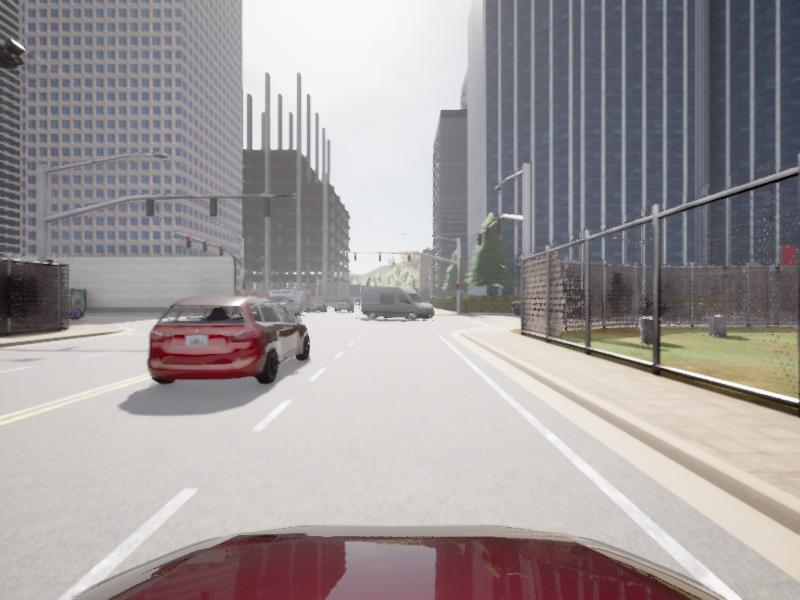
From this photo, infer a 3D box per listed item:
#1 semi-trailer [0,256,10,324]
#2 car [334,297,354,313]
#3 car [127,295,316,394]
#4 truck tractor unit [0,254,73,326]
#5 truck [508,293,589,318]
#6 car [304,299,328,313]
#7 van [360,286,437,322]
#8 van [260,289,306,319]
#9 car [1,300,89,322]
[{"bbox_3d":[-33.020,-0.686,25.223,14.254,4.402,2.717,0,0,0],"label":"semi-trailer"},{"bbox_3d":[-6.998,0.630,50.291,1.932,1.855,4.605,0,-1,0],"label":"car"},{"bbox_3d":[-3.477,0.752,9.035,2.242,1.667,4.611,0,0,0],"label":"car"},{"bbox_3d":[-25.108,-0.583,25.215,6.516,4.208,3.053,0,0,0],"label":"truck tractor unit"},{"bbox_3d":[13.108,0.469,35.631,6.274,2.098,2.390,0,0,0],"label":"truck"},{"bbox_3d":[-10.496,0.752,50.515,2.033,1.649,4.856,0,0,0],"label":"car"},{"bbox_3d":[-0.196,0.282,30.832,5.915,2.561,1.988,0,1,35],"label":"van"},{"bbox_3d":[-10.498,0.327,36.471,2.351,2.431,6.366,0,0,0],"label":"van"},{"bbox_3d":[-25.366,0.758,28.719,4.514,1.525,2.007,0,0,0],"label":"car"}]
